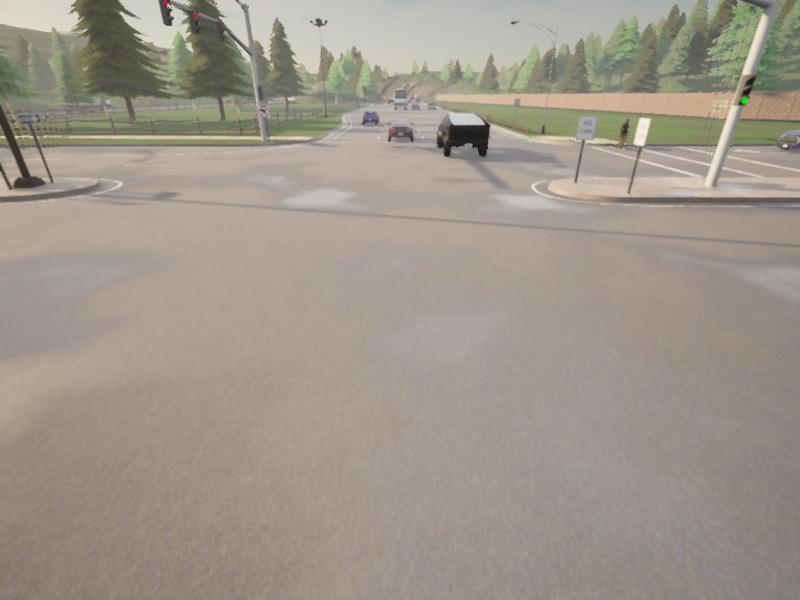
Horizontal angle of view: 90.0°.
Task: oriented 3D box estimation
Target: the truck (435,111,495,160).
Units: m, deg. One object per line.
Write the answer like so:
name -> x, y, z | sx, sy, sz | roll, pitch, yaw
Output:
truck -> 3.542, -9.711, 23.281 | 2.390, 2.098, 6.274 | 0, 27, 0

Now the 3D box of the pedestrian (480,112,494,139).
pedestrian -> 6.594, -13.260, 30.406 | 0.751, 1.860, 0.751 | 2, 27, 4

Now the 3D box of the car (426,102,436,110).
car -> 7.161, -44.661, 92.088 | 1.851, 1.617, 3.988 | 0, 27, 0

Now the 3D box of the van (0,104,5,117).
van -> -64.550, -29.374, 62.059 | 1.775, 1.987, 4.442 | 0, 27, 0

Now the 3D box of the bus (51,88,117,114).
bus -> -60.846, -38.572, 77.501 | 3.944, 4.253, 10.273 | 0, 27, 0

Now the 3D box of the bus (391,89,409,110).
bus -> 0.042, -48.098, 95.831 | 3.944, 4.253, 10.273 | 0, 27, 0

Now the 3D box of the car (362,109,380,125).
car -> -3.419, -21.661, 47.313 | 1.816, 1.474, 4.193 | 0, 27, 0

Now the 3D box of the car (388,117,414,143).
car -> 0.046, -12.998, 30.428 | 1.812, 1.442, 4.674 | 0, 27, 0

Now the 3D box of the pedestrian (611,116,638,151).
pedestrian -> 13.459, -10.021, 24.053 | 0.751, 1.860, 0.751 | -2, 27, -4

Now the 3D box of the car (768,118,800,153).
car -> 25.010, -9.633, 23.371 | 4.553, 1.767, 2.097 | 0, 27, 1
